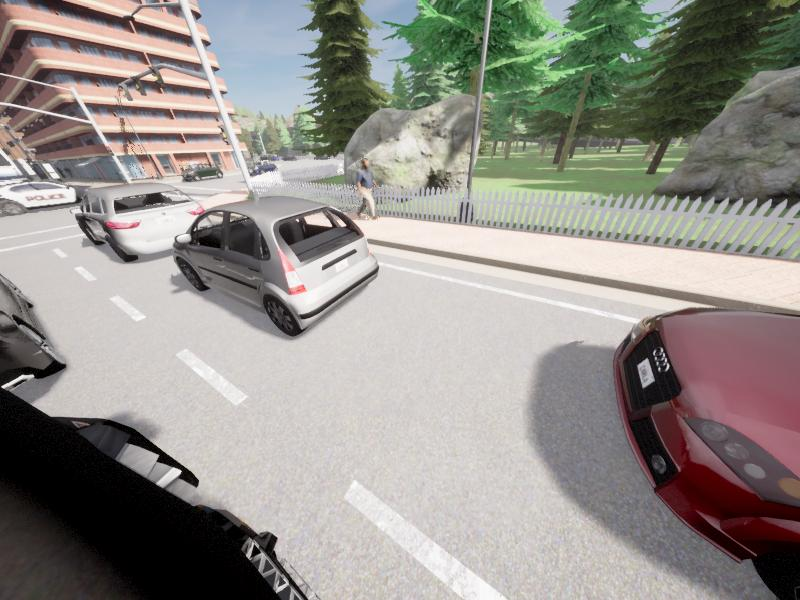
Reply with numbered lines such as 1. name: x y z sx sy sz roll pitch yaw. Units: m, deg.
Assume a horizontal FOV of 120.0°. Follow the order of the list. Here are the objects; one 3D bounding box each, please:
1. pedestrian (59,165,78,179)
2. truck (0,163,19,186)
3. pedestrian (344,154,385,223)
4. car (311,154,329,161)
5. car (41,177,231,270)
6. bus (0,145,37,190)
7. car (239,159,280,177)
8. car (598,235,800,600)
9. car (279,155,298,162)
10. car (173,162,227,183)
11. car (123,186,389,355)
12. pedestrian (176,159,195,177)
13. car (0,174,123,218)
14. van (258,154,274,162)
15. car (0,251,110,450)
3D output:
1. pedestrian: -50.140 -19.348 34.979 0.751 1.860 0.751 16 38 26
2. truck: -60.300 -18.900 33.628 8.468 3.827 2.891 16 38 27
3. pedestrian: -1.078 -3.507 7.313 0.751 1.860 0.751 16 38 26
4. car: -21.367 -38.050 61.538 5.357 1.411 2.033 26 43 36
5. car: -7.776 -2.547 6.877 4.611 1.667 2.242 17 38 27
6. bus: -49.467 -15.797 27.737 10.273 4.253 3.944 16 38 27
7. car: -16.471 -15.683 27.412 1.970 1.475 3.806 4 34 10
8. car: 3.739 1.000 0.916 4.181 1.385 1.994 18 39 28
9. car: -31.276 -39.703 64.711 4.892 1.490 1.837 17 38 27
10. car: -21.157 -13.659 24.657 1.789 1.549 3.705 9 35 17
11. car: -2.423 -0.928 4.081 3.988 1.617 1.851 16 38 27
12. pedestrian: -26.446 -16.322 28.482 0.751 1.860 0.751 7 35 15
13. car: -20.087 -6.073 13.227 2.038 1.542 4.974 16 38 26
14. van: -40.266 -42.605 69.340 4.442 1.987 1.775 17 38 27
15. car: -6.015 0.308 2.585 4.902 1.511 2.128 16 38 27
